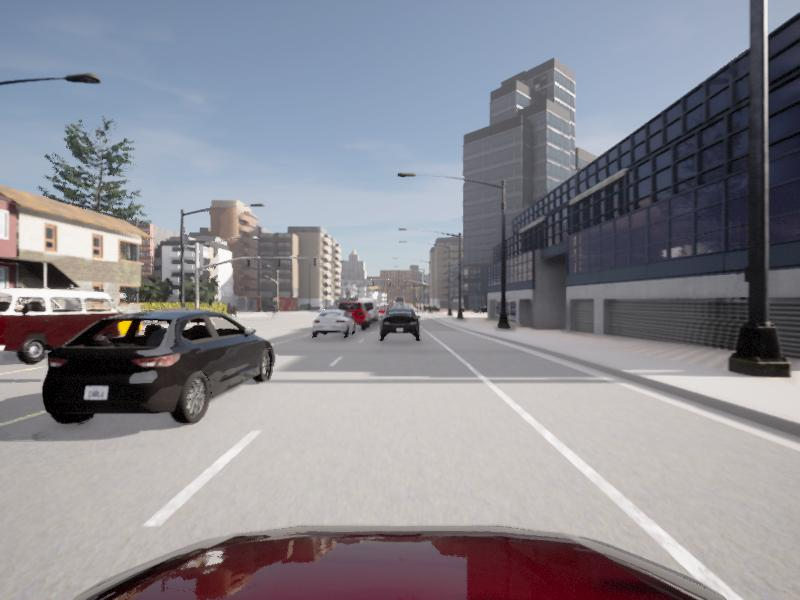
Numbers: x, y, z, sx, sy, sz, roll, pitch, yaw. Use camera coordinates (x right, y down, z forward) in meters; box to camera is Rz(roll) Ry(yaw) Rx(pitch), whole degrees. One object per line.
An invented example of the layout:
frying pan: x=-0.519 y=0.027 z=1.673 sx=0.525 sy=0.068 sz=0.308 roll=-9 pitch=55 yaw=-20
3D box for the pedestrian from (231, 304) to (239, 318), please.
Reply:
pedestrian: x=-22.364 y=1.472 z=54.265 sx=0.751 sy=1.860 sz=0.751 roll=0 pitch=0 yaw=-6

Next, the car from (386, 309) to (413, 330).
car: x=-0.018 y=1.427 z=30.735 sx=1.882 sy=1.535 sz=5.008 roll=0 pitch=-1 yaw=0

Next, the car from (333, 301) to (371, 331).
car: x=-3.527 y=1.166 z=30.438 sx=2.150 sy=2.045 sz=5.566 roll=0 pitch=-1 yaw=0

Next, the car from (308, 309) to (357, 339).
car: x=-3.513 y=1.245 z=21.652 sx=1.812 sy=1.442 sz=4.674 roll=0 pitch=-2 yaw=0

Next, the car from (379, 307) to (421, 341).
car: x=-0.010 y=1.164 z=19.875 sx=1.837 sy=1.490 sz=4.892 roll=0 pitch=-3 yaw=0

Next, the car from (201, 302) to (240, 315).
car: x=-30.106 y=1.409 z=67.058 sx=5.566 sy=2.045 sz=2.150 roll=0 pitch=0 yaw=0

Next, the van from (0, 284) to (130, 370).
van: x=-10.504 y=0.690 z=11.785 sx=2.069 sy=2.038 sz=4.480 roll=0 pitch=-1 yaw=0

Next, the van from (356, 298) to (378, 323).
van: x=-3.537 y=1.100 z=44.283 sx=1.988 sy=2.561 sz=5.915 roll=0 pitch=0 yaw=0

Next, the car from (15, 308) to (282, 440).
car: x=-3.507 y=0.896 z=6.690 sx=1.816 sy=1.474 sz=4.193 roll=0 pitch=-1 yaw=0

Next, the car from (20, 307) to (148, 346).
car: x=-14.008 y=1.100 z=18.246 sx=1.882 sy=1.535 sz=5.008 roll=0 pitch=-2 yaw=0

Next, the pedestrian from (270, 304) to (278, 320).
pedestrian: x=-14.774 y=1.447 z=47.020 sx=0.751 sy=1.860 sz=0.751 roll=0 pitch=0 yaw=-34
